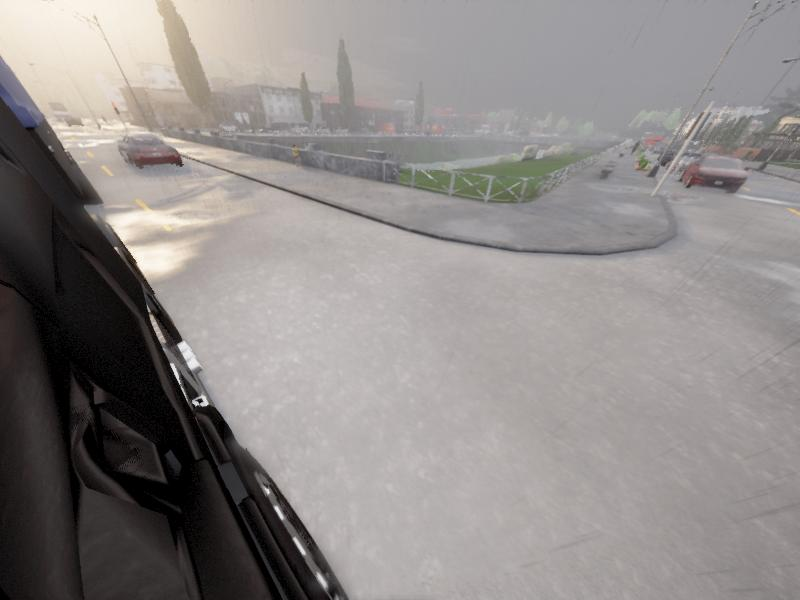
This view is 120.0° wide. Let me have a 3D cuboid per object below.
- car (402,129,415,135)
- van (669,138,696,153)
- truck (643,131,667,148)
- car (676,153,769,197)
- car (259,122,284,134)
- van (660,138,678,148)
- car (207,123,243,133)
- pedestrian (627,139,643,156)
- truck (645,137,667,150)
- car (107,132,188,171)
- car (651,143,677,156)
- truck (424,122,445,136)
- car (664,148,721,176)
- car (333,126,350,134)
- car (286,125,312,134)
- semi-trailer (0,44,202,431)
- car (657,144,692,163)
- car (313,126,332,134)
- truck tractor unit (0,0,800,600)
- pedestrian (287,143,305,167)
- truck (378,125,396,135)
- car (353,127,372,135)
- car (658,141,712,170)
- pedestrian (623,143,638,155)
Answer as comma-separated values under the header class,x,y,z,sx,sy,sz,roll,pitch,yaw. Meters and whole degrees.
class,x,y,z,sx,sy,sz,roll,pitch,yaw
car,2.941,-58.396,80.386,1.837,1.490,4.892,28,44,30
van,61.136,-33.686,50.147,2.351,2.431,6.366,28,44,30
truck,73.252,-46.276,66.484,2.891,3.827,8.468,28,44,30
car,17.547,-7.152,12.937,1.882,1.535,5.008,28,44,30
car,-27.884,-37.373,50.208,1.905,1.878,3.866,28,44,30
van,81.636,-47.748,70.108,2.351,2.431,6.366,28,44,30
car,-33.702,-33.231,44.637,2.038,1.542,4.974,28,44,30
pedestrian,32.341,-20.966,31.746,0.751,1.860,0.751,29,44,31
truck,63.595,-39.120,57.505,2.627,2.467,5.204,28,44,30
car,-13.769,-8.192,12.598,4.181,1.385,1.994,28,44,30
car,42.933,-24.582,37.684,2.038,1.542,4.974,28,44,30
truck,12.564,-62.167,84.043,2.891,3.827,8.468,28,44,30
car,23.674,-11.369,18.932,2.007,1.525,4.514,28,44,30
car,-15.797,-45.575,62.096,1.851,1.617,3.988,28,44,30
car,-23.714,-40.137,54.365,2.152,1.651,5.027,28,44,30
semi-trailer,-8.704,-3.596,4.230,14.254,4.402,2.717,28,44,30
car,32.383,-17.375,27.388,1.851,1.617,3.988,28,44,30
car,-19.615,-42.956,58.377,1.851,1.617,3.988,28,44,30
truck tractor unit,-2.645,-0.295,0.351,6.516,4.208,3.053,28,44,30
pedestrian,-5.866,-8.190,13.062,0.500,1.100,0.500,28,44,30
truck,-4.135,-53.915,73.183,2.627,2.467,5.204,28,44,30
car,-10.784,-49.027,66.967,1.930,1.638,5.238,28,44,30
car,27.857,-14.440,22.841,2.150,2.045,5.566,28,44,30
pedestrian,33.626,-22.023,33.698,0.751,1.300,0.751,9,37,9
